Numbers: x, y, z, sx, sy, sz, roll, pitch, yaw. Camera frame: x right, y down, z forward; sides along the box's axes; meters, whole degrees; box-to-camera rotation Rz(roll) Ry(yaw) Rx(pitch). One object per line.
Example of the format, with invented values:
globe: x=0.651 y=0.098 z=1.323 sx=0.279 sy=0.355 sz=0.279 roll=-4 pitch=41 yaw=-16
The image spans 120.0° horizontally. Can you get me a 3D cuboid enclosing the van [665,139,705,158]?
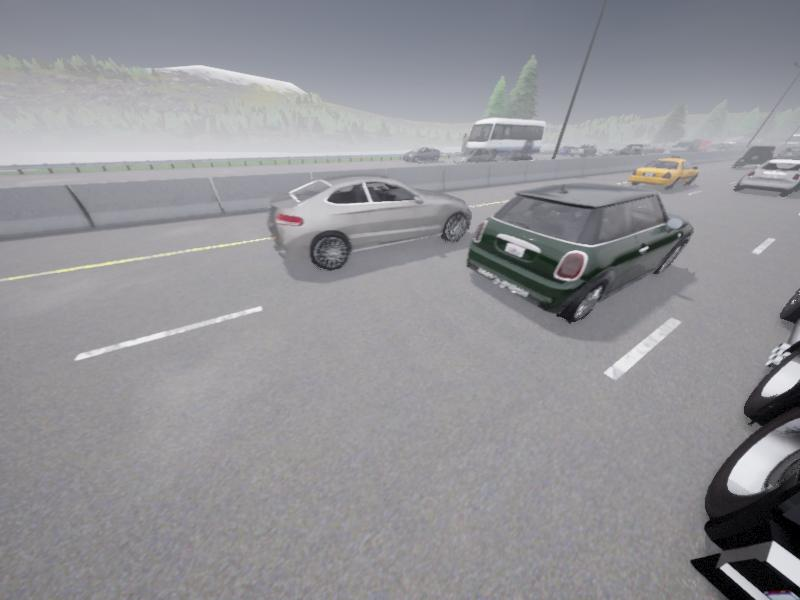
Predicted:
van: x=46.759 y=-24.927 z=37.924 sx=5.915 sy=2.561 sz=1.988 roll=-18 pitch=39 yaw=-24

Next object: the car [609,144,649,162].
car: x=29.754 y=-19.128 z=30.038 sx=3.866 sy=1.878 sz=1.905 roll=-18 pitch=39 yaw=-24

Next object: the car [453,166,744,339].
car: x=3.579 y=-1.347 z=4.391 sx=4.553 sy=1.767 sz=2.097 roll=-18 pitch=39 yaw=-24

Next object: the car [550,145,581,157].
car: x=28.179 y=-25.387 z=39.337 sx=4.514 sy=1.525 sz=2.007 roll=-18 pitch=39 yaw=-24

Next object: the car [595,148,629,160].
car: x=31.573 y=-21.783 z=34.386 sx=4.718 sy=1.301 sz=1.895 roll=-18 pitch=39 yaw=-24

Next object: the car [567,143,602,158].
car: x=28.967 y=-23.477 z=36.298 sx=4.605 sy=1.855 sz=1.932 roll=-17 pitch=39 yaw=-25

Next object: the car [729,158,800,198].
car: x=20.315 y=-6.662 z=12.423 sx=3.806 sy=1.475 sz=1.970 roll=-18 pitch=39 yaw=-24

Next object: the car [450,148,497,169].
car: x=7.190 y=-13.981 z=22.730 sx=3.988 sy=1.617 sz=1.851 roll=-18 pitch=39 yaw=-24

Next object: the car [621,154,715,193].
car: x=15.646 y=-7.491 z=13.491 sx=5.366 sy=1.575 sz=1.801 roll=-18 pitch=39 yaw=-24

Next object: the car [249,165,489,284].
car: x=-0.579 y=-2.232 z=5.783 sx=5.027 sy=1.651 sz=2.152 roll=-18 pitch=39 yaw=-24

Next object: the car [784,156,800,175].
car: x=34.514 y=-11.331 z=19.120 sx=3.988 sy=1.617 sz=1.851 roll=-18 pitch=39 yaw=-24

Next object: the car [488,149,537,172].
car: x=10.127 y=-12.605 z=20.821 sx=3.705 sy=1.549 sz=1.789 roll=-18 pitch=39 yaw=-24

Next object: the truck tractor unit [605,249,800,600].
truck tractor unit: x=5.084 y=-0.327 z=0.816 sx=6.516 sy=4.208 sz=3.053 roll=-19 pitch=39 yaw=-25

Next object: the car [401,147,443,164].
car: x=2.607 y=-17.068 z=27.204 sx=4.514 sy=1.525 sz=2.007 roll=-18 pitch=39 yaw=-24

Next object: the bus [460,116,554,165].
bus: x=12.824 y=-19.120 z=27.842 sx=10.273 sy=4.253 sz=3.944 roll=-18 pitch=39 yaw=-24

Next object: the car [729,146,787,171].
car: x=34.899 y=-13.881 z=22.536 sx=3.866 sy=1.878 sz=1.905 roll=-18 pitch=39 yaw=-24
